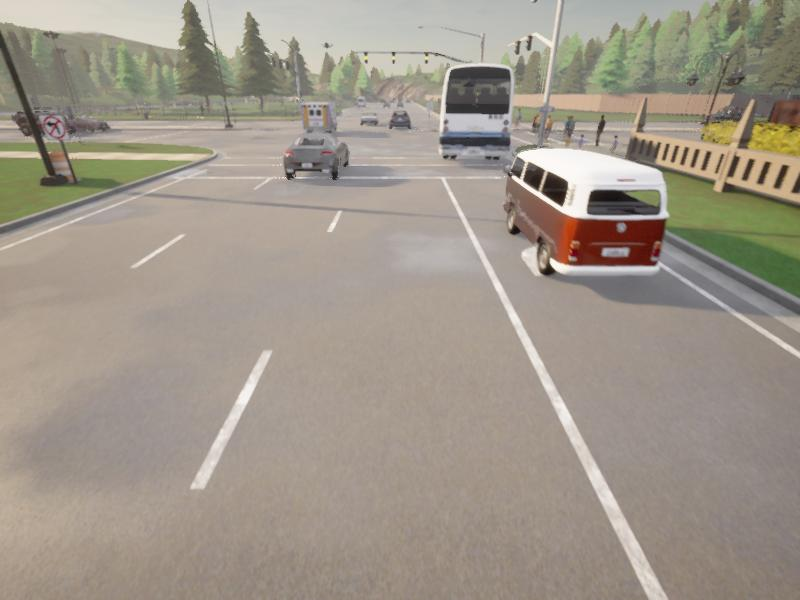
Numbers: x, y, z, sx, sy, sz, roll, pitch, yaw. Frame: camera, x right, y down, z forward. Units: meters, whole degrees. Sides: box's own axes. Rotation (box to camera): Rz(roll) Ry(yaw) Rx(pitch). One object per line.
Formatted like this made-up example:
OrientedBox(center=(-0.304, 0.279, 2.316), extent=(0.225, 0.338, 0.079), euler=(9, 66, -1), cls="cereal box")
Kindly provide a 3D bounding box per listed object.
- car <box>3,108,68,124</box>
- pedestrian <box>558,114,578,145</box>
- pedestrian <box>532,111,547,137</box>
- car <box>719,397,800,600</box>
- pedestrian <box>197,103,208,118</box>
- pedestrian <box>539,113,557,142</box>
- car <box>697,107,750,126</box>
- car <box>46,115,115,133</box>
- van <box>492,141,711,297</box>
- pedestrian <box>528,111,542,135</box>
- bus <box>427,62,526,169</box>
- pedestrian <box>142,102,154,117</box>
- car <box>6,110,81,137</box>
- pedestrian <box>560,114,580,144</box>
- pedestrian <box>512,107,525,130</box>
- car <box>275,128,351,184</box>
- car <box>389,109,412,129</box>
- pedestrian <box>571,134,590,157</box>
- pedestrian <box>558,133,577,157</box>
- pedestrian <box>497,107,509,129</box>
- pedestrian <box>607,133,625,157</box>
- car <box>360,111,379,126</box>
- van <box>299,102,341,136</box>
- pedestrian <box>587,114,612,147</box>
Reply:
OrientedBox(center=(-41.771, -21.153, 45.956), extent=(5.238, 1.638, 1.930), euler=(0, 27, 0), cls="car")
OrientedBox(center=(11.473, -11.669, 27.392), extent=(0.751, 1.860, 0.751), euler=(-1, 27, -3), cls="pedestrian")
OrientedBox(center=(11.293, -14.242, 32.415), extent=(0.751, 1.860, 0.751), euler=(3, 27, 5), cls="pedestrian")
OrientedBox(center=(3.499, 2.275, 0.542), extent=(2.038, 1.542, 4.974), euler=(0, 27, 0), cls="car")
OrientedBox(center=(-27.665, -26.587, 56.004), extent=(0.751, 1.860, 0.751), euler=(2, 27, 4), cls="pedestrian")
OrientedBox(center=(10.805, -12.626, 29.257), extent=(0.751, 1.860, 0.751), euler=(2, 27, 4), cls="pedestrian")
OrientedBox(center=(36.519, -20.736, 45.230), extent=(3.866, 1.878, 1.905), euler=(0, 27, 0), cls="car")
OrientedBox(center=(-28.383, -15.698, 35.667), extent=(4.181, 1.385, 1.994), euler=(0, 27, 1), cls="car")
OrientedBox(center=(3.500, -1.980, 8.294), extent=(2.069, 2.038, 4.480), euler=(0, 27, 0), cls="van")
OrientedBox(center=(11.761, -15.458, 34.867), extent=(0.751, 1.860, 0.751), euler=(2, 27, 3), cls="pedestrian")
OrientedBox(center=(3.881, -10.367, 22.246), extent=(3.944, 4.253, 10.273), euler=(3, 27, 6), cls="bus")
OrientedBox(center=(-35.680, -26.953, 56.681), extent=(0.751, 1.860, 0.751), euler=(2, 27, 4), cls="pedestrian")
OrientedBox(center=(-28.780, -14.336, 32.434), extent=(3.866, 1.878, 1.905), euler=(0, 27, 1), cls="car")
OrientedBox(center=(11.840, -11.948, 27.957), extent=(0.751, 1.860, 0.751), euler=(0, 27, 0), cls="pedestrian")
OrientedBox(center=(11.114, -17.032, 37.528), extent=(0.751, 1.860, 0.751), euler=(-1, 27, -2), cls="pedestrian")
OrientedBox(center=(-3.497, -6.335, 17.224), extent=(2.152, 1.651, 5.027), euler=(0, 27, 0), cls="car")
OrientedBox(center=(0.013, -18.770, 41.464), extent=(2.242, 1.667, 4.611), euler=(0, 27, 0), cls="car")
OrientedBox(center=(9.356, -8.017, 20.751), extent=(0.500, 1.100, 0.500), euler=(-6, 28, -12), cls="pedestrian")
OrientedBox(center=(8.751, -8.110, 20.930), extent=(0.500, 1.100, 0.500), euler=(-8, 28, -15), cls="pedestrian")
OrientedBox(center=(9.722, -17.154, 37.760), extent=(0.751, 1.860, 0.751), euler=(1, 27, 2), cls="pedestrian")
OrientedBox(center=(11.275, -8.082, 20.887), extent=(0.500, 1.100, 0.500), euler=(7, 28, 13), cls="pedestrian")
OrientedBox(center=(-3.484, -21.048, 46.307), extent=(1.895, 1.301, 4.718), euler=(0, 27, 0), cls="car")
OrientedBox(center=(-6.985, -16.279, 35.739), extent=(2.351, 2.431, 6.366), euler=(0, 27, 0), cls="van")
OrientedBox(center=(12.336, -10.490, 24.761), extent=(0.751, 1.860, 0.751), euler=(-13, 30, -24), cls="pedestrian")
